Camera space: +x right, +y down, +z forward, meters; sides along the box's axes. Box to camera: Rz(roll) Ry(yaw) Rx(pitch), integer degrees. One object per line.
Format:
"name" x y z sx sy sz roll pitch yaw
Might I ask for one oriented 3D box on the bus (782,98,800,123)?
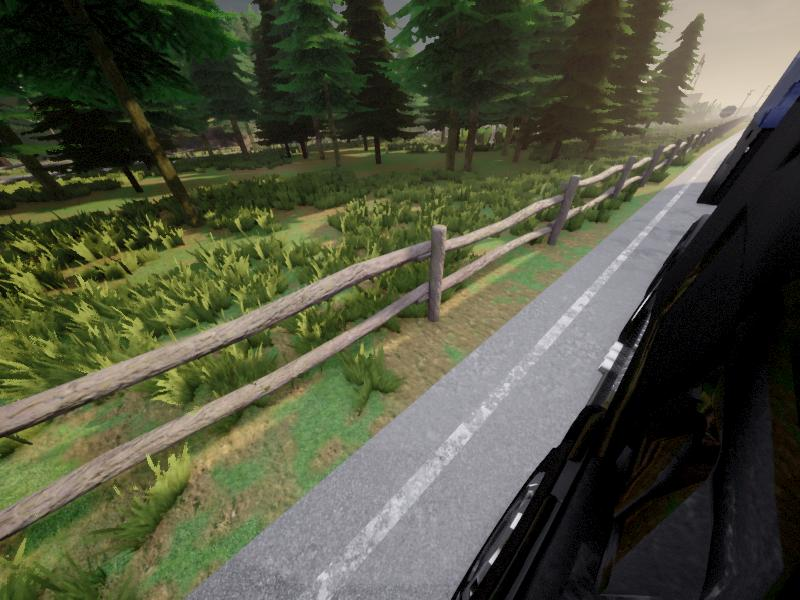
"bus" 78.019 -36.472 43.867 10.273 4.253 3.944 -27 43 -29

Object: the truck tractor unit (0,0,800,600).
"truck tractor unit" 2.645 -0.295 0.351 6.516 4.208 3.053 -28 44 -30

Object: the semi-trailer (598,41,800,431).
"semi-trailer" 8.687 -3.615 4.235 14.254 4.402 2.717 -28 44 -30

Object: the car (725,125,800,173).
"car" 18.082 -7.430 11.162 4.902 1.511 2.128 -28 44 -30
